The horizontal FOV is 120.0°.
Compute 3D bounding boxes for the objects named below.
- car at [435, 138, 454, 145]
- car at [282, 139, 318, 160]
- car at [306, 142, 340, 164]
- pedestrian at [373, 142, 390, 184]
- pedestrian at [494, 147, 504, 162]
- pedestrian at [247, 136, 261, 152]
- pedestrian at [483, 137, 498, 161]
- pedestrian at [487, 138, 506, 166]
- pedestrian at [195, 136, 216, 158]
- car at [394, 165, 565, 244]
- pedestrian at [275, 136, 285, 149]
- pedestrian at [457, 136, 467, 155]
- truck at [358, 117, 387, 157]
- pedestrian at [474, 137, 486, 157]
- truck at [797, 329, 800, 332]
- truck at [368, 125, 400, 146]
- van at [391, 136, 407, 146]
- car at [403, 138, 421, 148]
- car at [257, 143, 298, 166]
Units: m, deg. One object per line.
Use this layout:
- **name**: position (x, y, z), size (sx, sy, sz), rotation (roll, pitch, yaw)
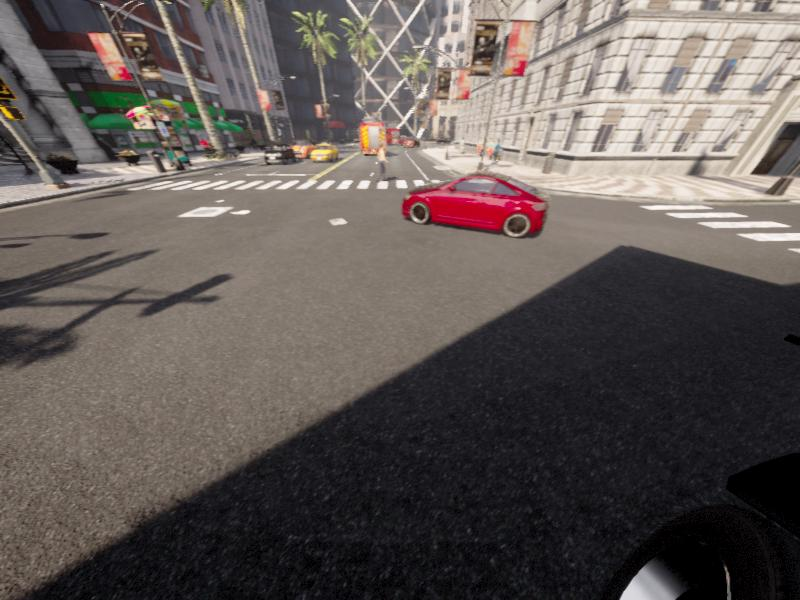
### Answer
- **car**: position (11.844, -42.172, 61.371), size (4.892, 1.490, 1.837), rotation (-24, 42, -29)
- **car**: position (-11.155, -17.155, 26.178), size (2.097, 1.767, 4.553), rotation (-1, 36, -2)
- **car**: position (-7.519, -14.845, 23.155), size (1.801, 1.575, 5.366), rotation (-1, 36, -2)
- **pedestrian**: position (-0.990, -7.452, 12.591), size (0.751, 1.860, 0.751), rotation (-7, 36, -10)
- **pedestrian**: position (9.233, -13.614, 21.602), size (0.500, 1.100, 0.500), rotation (2, 36, 2)
- **pedestrian**: position (-19.900, -21.276, 31.534), size (0.751, 1.860, 0.751), rotation (0, 36, 0)
- **pedestrian**: position (8.577, -14.370, 22.001), size (0.751, 1.860, 0.751), rotation (0, 36, 0)
- **pedestrian**: position (7.729, -11.893, 18.546), size (0.751, 1.860, 0.751), rotation (-4, 36, -5)
- **pedestrian**: position (-19.954, -15.663, 23.712), size (0.751, 1.860, 0.751), rotation (0, 36, 0)
- **car**: position (2.140, -3.030, 6.902), size (4.181, 1.385, 1.994), rotation (16, 39, 21)
- **pedestrian**: position (-19.595, -25.734, 37.747), size (0.751, 1.860, 0.751), rotation (6, 36, 8)
- **pedestrian**: position (7.777, -19.391, 28.996), size (0.751, 1.860, 0.751), rotation (-1, 36, -1)
- **truck**: position (-3.769, -21.615, 30.675), size (2.891, 3.827, 8.468), rotation (-6, 36, -8)
- **pedestrian**: position (8.829, -17.017, 25.691), size (0.751, 1.860, 0.751), rotation (0, 36, 0)
- **truck**: position (8.834, 0.127, 1.899), size (6.274, 2.098, 2.390), rotation (-3, 36, -4)
- **truck**: position (-3.626, -39.344, 55.382), size (2.891, 3.827, 8.468), rotation (21, 41, 26)
- **van**: position (-0.215, -37.829, 54.859), size (1.775, 1.987, 4.442), rotation (21, 41, 27)
- **car**: position (2.497, -32.103, 47.199), size (2.152, 1.651, 5.027), rotation (13, 38, 17)
- **car**: position (-10.958, -13.316, 21.036), size (1.789, 1.549, 3.705), rotation (-1, 36, -2)
